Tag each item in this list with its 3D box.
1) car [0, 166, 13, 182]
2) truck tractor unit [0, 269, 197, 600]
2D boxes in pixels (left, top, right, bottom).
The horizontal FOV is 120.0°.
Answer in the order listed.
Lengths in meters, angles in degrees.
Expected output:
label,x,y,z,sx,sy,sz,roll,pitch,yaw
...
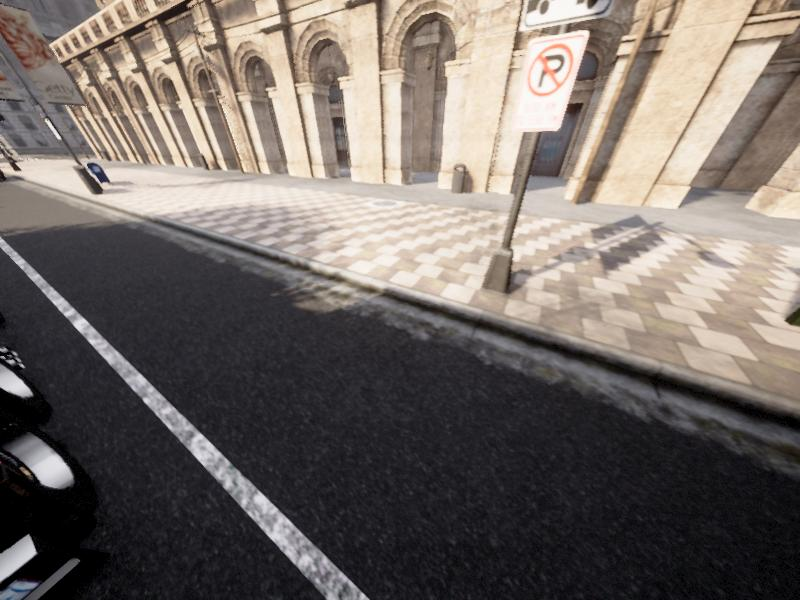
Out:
label,x,y,z,sx,sy,sz,roll,pitch,yaw
car,-29.892,-9.124,16.234,4.718,1.301,1.895,18,39,24
truck tractor unit,-5.119,-0.293,0.771,6.516,4.208,3.053,18,39,24
